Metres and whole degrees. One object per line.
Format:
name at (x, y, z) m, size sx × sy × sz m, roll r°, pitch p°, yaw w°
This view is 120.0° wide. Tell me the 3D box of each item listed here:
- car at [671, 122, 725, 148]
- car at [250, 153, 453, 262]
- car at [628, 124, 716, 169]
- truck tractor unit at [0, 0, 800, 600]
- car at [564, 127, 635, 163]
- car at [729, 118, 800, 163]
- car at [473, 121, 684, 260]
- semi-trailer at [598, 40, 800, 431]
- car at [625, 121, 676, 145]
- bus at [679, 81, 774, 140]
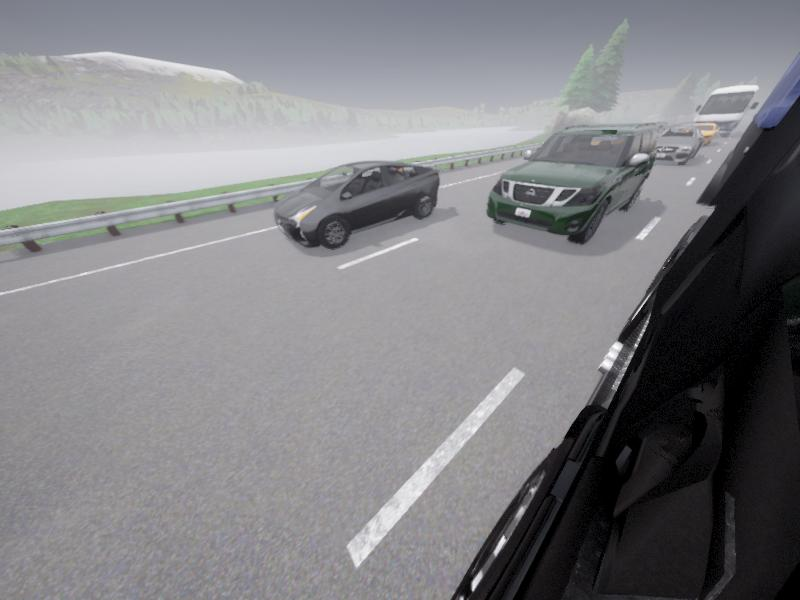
car at (24.920, -13.810, 19.281) m, size 5.008 × 1.535 × 1.882 m, roll -28°, pitch 44°, yaw -30°
car at (-0.944, -2.756, 6.111) m, size 4.514 × 1.525 × 2.007 m, roll -28°, pitch 44°, yaw -30°
car at (15.465, -8.804, 13.100) m, size 5.027 × 1.651 × 2.152 m, roll -28°, pitch 44°, yaw -30°
truck tractor unit at (2.645, -0.295, 0.352) m, size 6.516 × 4.208 × 3.053 m, roll -28°, pitch 44°, yaw -30°
car at (13.350, -10.399, 15.398) m, size 5.366 × 1.575 × 1.801 m, roll -28°, pitch 44°, yaw -30°
car at (20.910, -9.039, 12.938) m, size 4.553 × 1.767 × 2.097 m, roll -28°, pitch 44°, yaw -30°
car at (4.635, -3.204, 5.933) m, size 5.566 × 2.045 × 2.150 m, roll -28°, pitch 44°, yaw -30°
semi-trailer at (8.695, -3.604, 4.237) m, size 14.254 × 4.402 × 2.717 m, roll -28°, pitch 44°, yaw -30°
car at (24.765, -16.520, 22.803) m, size 4.611 × 1.667 × 2.242 m, roll -28°, pitch 44°, yaw -30°
bus at (35.765, -20.612, 25.433) m, size 10.273 × 4.253 × 3.944 m, roll -28°, pitch 44°, yaw -30°
